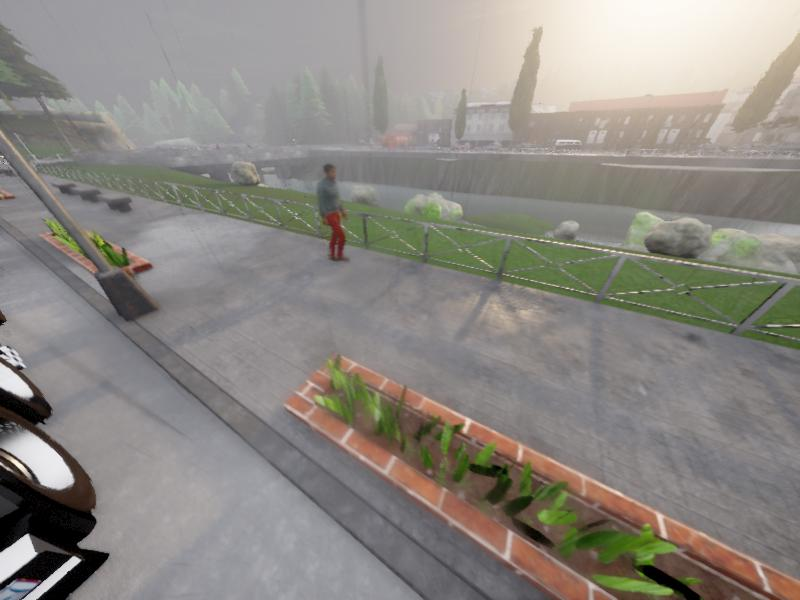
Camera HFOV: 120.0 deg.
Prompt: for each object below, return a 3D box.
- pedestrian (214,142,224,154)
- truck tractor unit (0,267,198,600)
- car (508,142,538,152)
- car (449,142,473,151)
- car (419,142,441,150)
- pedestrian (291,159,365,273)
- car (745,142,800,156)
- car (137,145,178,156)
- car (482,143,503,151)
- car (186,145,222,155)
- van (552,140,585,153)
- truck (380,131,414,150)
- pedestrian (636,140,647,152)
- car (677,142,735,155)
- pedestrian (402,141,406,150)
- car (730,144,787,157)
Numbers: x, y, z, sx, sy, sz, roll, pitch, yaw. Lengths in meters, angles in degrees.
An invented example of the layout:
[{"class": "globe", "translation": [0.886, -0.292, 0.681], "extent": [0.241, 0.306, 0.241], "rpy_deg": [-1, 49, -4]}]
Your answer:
[{"class": "pedestrian", "translation": [-35.047, -29.451, 44.781], "extent": [0.751, 1.860, 0.751], "rpy_deg": [22, 41, 29]}, {"class": "truck tractor unit", "translation": [-5.120, -0.292, 0.772], "extent": [6.516, 4.208, 3.053], "rpy_deg": [18, 39, 24]}, {"class": "car", "translation": [25.933, -32.455, 48.924], "extent": [5.238, 1.638, 1.930], "rpy_deg": [18, 39, 24]}, {"class": "car", "translation": [14.317, -36.153, 54.363], "extent": [5.027, 1.651, 2.152], "rpy_deg": [18, 39, 24]}, {"class": "car", "translation": [7.374, -38.374, 57.612], "extent": [4.856, 1.649, 2.033], "rpy_deg": [18, 39, 24]}, {"class": "pedestrian", "translation": [-1.270, -1.576, 4.425], "extent": [0.751, 1.860, 0.751], "rpy_deg": [13, 37, 18]}, {"class": "car", "translation": [56.559, -22.670, 34.589], "extent": [4.856, 1.649, 2.033], "rpy_deg": [18, 39, 24]}, {"class": "car", "translation": [-45.596, -28.272, 43.579], "extent": [2.242, 1.667, 4.611], "rpy_deg": [18, 39, 24]}, {"class": "car", "translation": [20.535, -34.107, 51.492], "extent": [3.806, 1.475, 1.970], "rpy_deg": [18, 39, 24]}, {"class": "car", "translation": [-39.138, -30.117, 46.291], "extent": [2.038, 1.542, 4.974], "rpy_deg": [18, 39, 24]}, {"class": "van", "translation": [31.000, -28.377, 42.669], "extent": [4.480, 2.038, 2.069], "rpy_deg": [18, 39, 24]}, {"class": "truck", "translation": [-0.891, -41.918, 60.841], "extent": [8.468, 3.827, 2.891], "rpy_deg": [18, 39, 24]}, {"class": "pedestrian", "translation": [44.491, -28.460, 42.592], "extent": [0.751, 1.860, 0.751], "rpy_deg": [27, 43, 33]}, {"class": "car", "translation": [49.750, -24.841, 37.760], "extent": [5.238, 1.638, 1.930], "rpy_deg": [18, 39, 24]}, {"class": "pedestrian", "translation": [0.886, -38.218, 57.207], "extent": [0.751, 1.860, 0.751], "rpy_deg": [-11, 36, -15]}, {"class": "car", "translation": [51.445, -21.623, 33.267], "extent": [3.806, 1.475, 1.970], "rpy_deg": [18, 39, 24]}]
